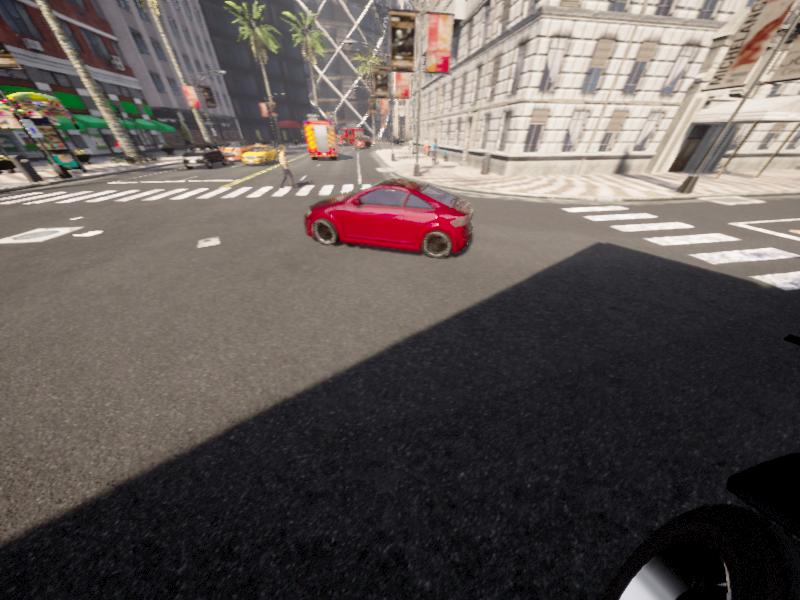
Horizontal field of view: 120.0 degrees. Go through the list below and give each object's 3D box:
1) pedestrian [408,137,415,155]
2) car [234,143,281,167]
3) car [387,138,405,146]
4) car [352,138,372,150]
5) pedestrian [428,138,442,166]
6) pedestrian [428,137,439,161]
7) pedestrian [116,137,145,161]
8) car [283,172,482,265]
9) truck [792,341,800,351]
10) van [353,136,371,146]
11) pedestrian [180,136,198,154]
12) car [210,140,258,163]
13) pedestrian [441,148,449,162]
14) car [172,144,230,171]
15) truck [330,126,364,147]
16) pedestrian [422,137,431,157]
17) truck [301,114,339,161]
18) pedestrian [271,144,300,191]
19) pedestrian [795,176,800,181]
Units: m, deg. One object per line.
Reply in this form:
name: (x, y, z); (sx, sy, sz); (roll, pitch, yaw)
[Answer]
pedestrian: (1.427, -19.370, 29.007); (0.751, 1.860, 0.751); (-4, 36, -6)
car: (-12.784, -13.374, 21.151); (1.801, 1.575, 5.366); (-5, 36, -7)
car: (-0.886, -40.823, 59.580); (1.837, 1.490, 4.892); (27, 44, 33)
car: (-7.047, -29.611, 43.800); (2.152, 1.651, 5.027); (6, 36, 9)
pedestrian: (2.835, -11.934, 18.624); (0.751, 1.860, 0.751); (-7, 36, -10)
pedestrian: (3.242, -14.534, 22.256); (0.751, 1.860, 0.751); (-4, 36, -6)
pedestrian: (-25.450, -14.272, 21.838); (0.751, 1.860, 0.751); (-1, 36, -1)
car: (-0.291, -2.208, 5.762); (4.181, 1.385, 1.994); (10, 37, 14)
truck: (8.401, 0.104, 1.922); (6.274, 2.098, 2.390); (-6, 36, -9)
van: (-9.077, -37.921, 55.091); (1.775, 1.987, 4.442); (18, 39, 24)
pedestrian: (-26.425, -19.371, 28.957); (0.751, 1.860, 0.751); (-3, 36, -4)
car: (-16.844, -15.413, 23.806); (2.097, 1.767, 4.553); (-5, 36, -7)
pedestrian: (4.106, -13.241, 21.105); (0.500, 1.100, 0.500); (0, 36, -1)
car: (-15.889, -11.618, 18.716); (1.789, 1.549, 3.705); (-5, 36, -7)
truck: (-12.445, -39.468, 55.664); (2.891, 3.827, 8.468); (18, 39, 23)
pedestrian: (2.944, -17.172, 25.940); (0.751, 1.860, 0.751); (-4, 36, -6)
truck: (-9.314, -18.543, 26.447); (2.891, 3.827, 8.468); (-12, 37, -16)
pedestrian: (-5.475, -6.357, 11.082); (0.751, 1.860, 0.751); (-15, 38, -20)
pedestrian: (22.446, -7.213, 12.067); (0.751, 1.860, 0.751); (-6, 36, -9)
